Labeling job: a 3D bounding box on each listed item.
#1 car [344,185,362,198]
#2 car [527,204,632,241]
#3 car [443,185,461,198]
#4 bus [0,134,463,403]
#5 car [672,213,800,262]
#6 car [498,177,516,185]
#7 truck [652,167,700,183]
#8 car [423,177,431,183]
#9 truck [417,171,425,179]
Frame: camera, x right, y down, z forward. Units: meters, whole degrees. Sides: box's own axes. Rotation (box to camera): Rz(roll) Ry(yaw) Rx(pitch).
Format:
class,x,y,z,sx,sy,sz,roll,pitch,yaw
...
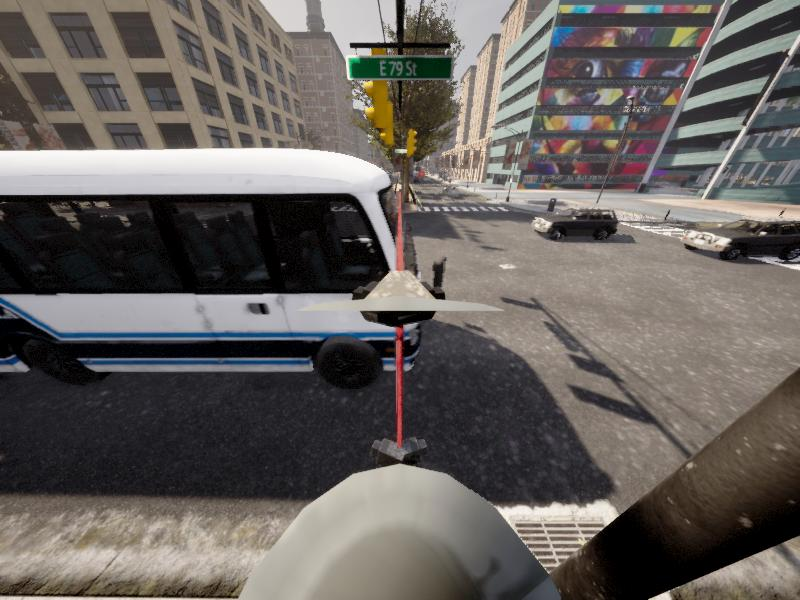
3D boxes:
class,x,y,z,sx,sy,sz,roll,pitch,yaw
car,-7.151,-16.750,35.573,1.812,1.442,4.674,0,30,0
car,11.101,-4.925,14.655,4.605,1.855,1.932,0,30,0
car,7.831,-16.558,35.153,1.845,1.501,3.633,0,30,0
bus,-4.462,-0.812,5.168,10.273,4.253,3.944,0,30,1
car,17.517,-3.159,11.585,4.605,1.855,1.932,-1,30,1
car,27.196,-30.383,58.961,2.161,1.482,4.786,0,30,0
truck,78.604,-35.797,66.176,2.891,3.827,8.468,0,30,0
car,7.910,-35.987,69.042,1.895,1.301,4.718,0,30,0
truck,7.972,-47.485,87.781,2.627,2.467,5.204,0,30,0
